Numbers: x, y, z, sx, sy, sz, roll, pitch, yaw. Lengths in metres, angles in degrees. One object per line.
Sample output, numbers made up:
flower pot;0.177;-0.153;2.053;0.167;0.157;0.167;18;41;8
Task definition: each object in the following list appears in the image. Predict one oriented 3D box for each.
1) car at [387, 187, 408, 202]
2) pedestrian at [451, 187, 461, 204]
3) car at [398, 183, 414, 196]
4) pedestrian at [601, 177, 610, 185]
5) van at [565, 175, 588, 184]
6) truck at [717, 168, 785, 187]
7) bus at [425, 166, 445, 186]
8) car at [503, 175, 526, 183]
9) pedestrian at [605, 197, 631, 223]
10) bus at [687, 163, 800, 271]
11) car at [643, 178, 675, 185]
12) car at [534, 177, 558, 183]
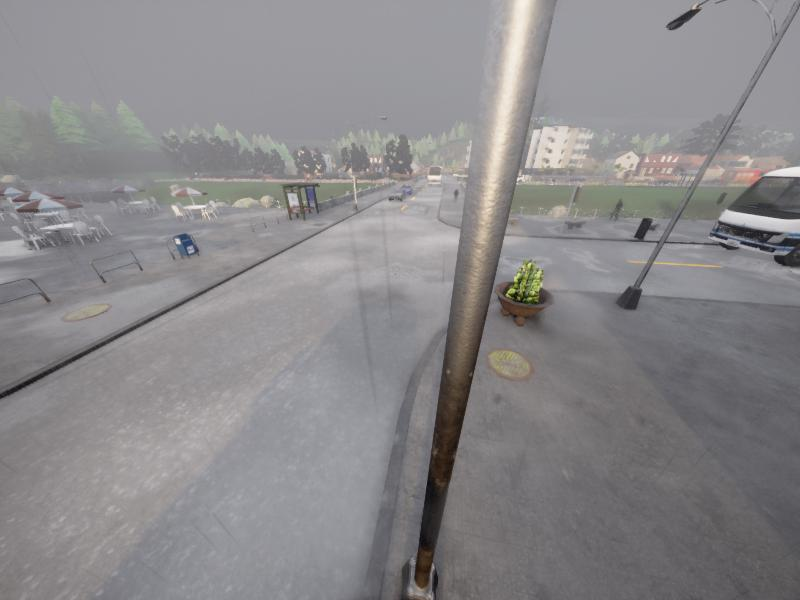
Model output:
car;-0.263;-14.968;32.743;2.033;1.411;5.357;5;30;9
pedestrian;6.872;-12.855;28.343;0.751;1.860;0.751;16;33;25
car;1.083;-18.878;39.384;2.007;1.525;4.514;5;30;9
pedestrian;50.314;-29.095;56.490;0.751;1.860;0.751;5;30;9
van;49.429;-33.814;64.791;4.442;1.987;1.775;5;30;9
truck;83.983;-29.524;55.518;8.468;3.827;2.891;5;30;9
bus;9.235;-32.064;59.488;3.944;4.253;10.273;6;31;10
car;33.269;-35.263;67.249;5.566;2.045;2.150;5;30;9
pedestrian;17.830;-7.405;18.949;0.751;1.860;0.751;5;30;9
bus;22.168;-3.804;10.550;10.273;4.253;3.944;5;30;8
car;69.230;-31.814;61.906;5.357;1.411;2.033;5;30;9
car;41.605;-34.355;66.076;5.238;1.638;1.930;5;30;9
